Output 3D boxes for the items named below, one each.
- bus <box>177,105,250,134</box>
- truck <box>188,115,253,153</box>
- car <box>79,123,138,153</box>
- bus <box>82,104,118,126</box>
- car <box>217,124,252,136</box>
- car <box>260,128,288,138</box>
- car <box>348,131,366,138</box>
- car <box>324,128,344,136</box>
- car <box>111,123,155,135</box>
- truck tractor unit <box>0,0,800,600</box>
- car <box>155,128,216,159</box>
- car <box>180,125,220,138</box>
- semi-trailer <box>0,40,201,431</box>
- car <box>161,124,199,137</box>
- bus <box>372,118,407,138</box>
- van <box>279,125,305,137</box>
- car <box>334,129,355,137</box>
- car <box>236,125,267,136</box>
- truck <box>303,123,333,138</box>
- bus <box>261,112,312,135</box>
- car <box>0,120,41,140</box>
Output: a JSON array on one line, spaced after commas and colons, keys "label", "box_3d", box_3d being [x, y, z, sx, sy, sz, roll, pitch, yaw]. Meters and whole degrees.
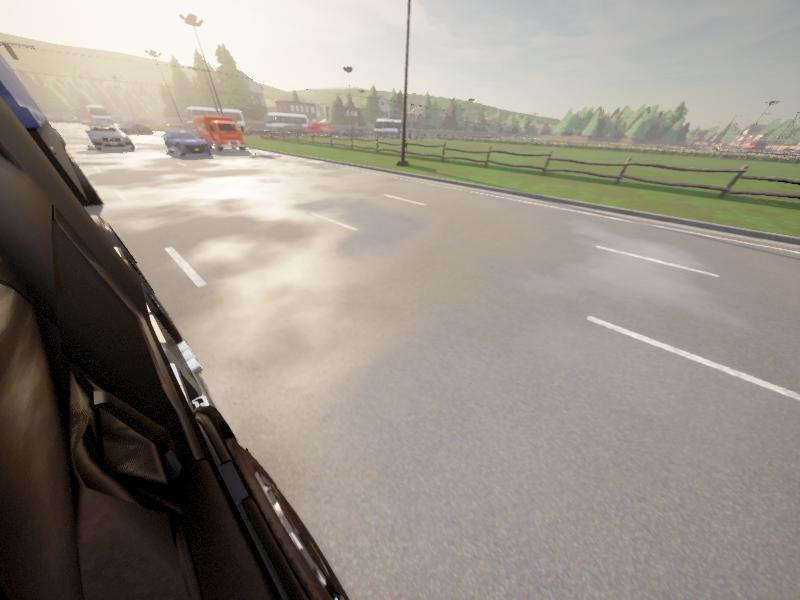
[{"label": "bus", "box_3d": [-38.084, -37.174, 47.957, 3.944, 4.253, 10.273, 27, 43, 29]}, {"label": "truck", "box_3d": [-16.147, -14.951, 20.796, 5.204, 2.467, 2.627, 29, 44, 31]}, {"label": "car", "box_3d": [-23.199, -12.943, 18.354, 5.027, 1.651, 2.152, 29, 44, 31]}, {"label": "bus", "box_3d": [-82.701, -50.905, 63.720, 10.273, 4.253, 3.944, 29, 44, 31]}, {"label": "car", "box_3d": [-30.655, -31.543, 42.984, 2.242, 1.667, 4.611, 26, 42, 28]}, {"label": "car", "box_3d": [-24.464, -32.576, 45.019, 1.994, 1.385, 4.181, 28, 43, 30]}, {"label": "car", "box_3d": [-10.848, -41.979, 58.576, 1.994, 1.385, 4.181, 27, 43, 29]}, {"label": "car", "box_3d": [-18.422, -46.846, 64.469, 2.152, 1.651, 5.027, 27, 43, 29]}, {"label": "car", "box_3d": [-40.723, -26.222, 35.418, 1.994, 1.385, 4.181, 2, 37, -1]}, {"label": "truck tractor unit", "box_3d": [-2.645, -0.295, 0.352, 6.516, 4.208, 3.053, 28, 44, 30]}, {"label": "car", "box_3d": [-16.090, -11.770, 17.285, 5.008, 1.535, 1.882, 29, 44, 31]}, {"label": "car", "box_3d": [-30.363, -25.756, 35.302, 2.007, 1.525, 4.514, 4, 36, 2]}, {"label": "semi-trailer", "box_3d": [-8.703, -3.581, 4.252, 14.254, 4.402, 2.717, 28, 43, 30]}, {"label": "car", "box_3d": [-33.844, -26.138, 35.643, 1.970, 1.475, 3.806, 4, 36, 1]}, {"label": "bus", "box_3d": [-2.848, -48.501, 65.464, 3.944, 4.253, 10.273, 28, 43, 30]}, {"label": "van", "box_3d": [-23.398, -36.821, 50.298, 1.775, 1.987, 4.442, 28, 44, 30]}, {"label": "car", "box_3d": [-14.315, -42.901, 59.485, 2.128, 1.511, 4.902, 28, 43, 30]}, {"label": "car", "box_3d": [-30.585, -35.004, 47.663, 2.242, 1.667, 4.611, 28, 43, 30]}, {"label": "truck", "box_3d": [-18.047, -37.430, 51.058, 2.627, 2.467, 5.204, 28, 43, 30]}, {"label": "bus", "box_3d": [-28.215, -44.283, 58.180, 3.944, 4.253, 10.273, 28, 43, 30]}, {"label": "car", "box_3d": [-38.185, -16.593, 22.501, 1.812, 1.442, 4.674, -20, 42, -27]}]
